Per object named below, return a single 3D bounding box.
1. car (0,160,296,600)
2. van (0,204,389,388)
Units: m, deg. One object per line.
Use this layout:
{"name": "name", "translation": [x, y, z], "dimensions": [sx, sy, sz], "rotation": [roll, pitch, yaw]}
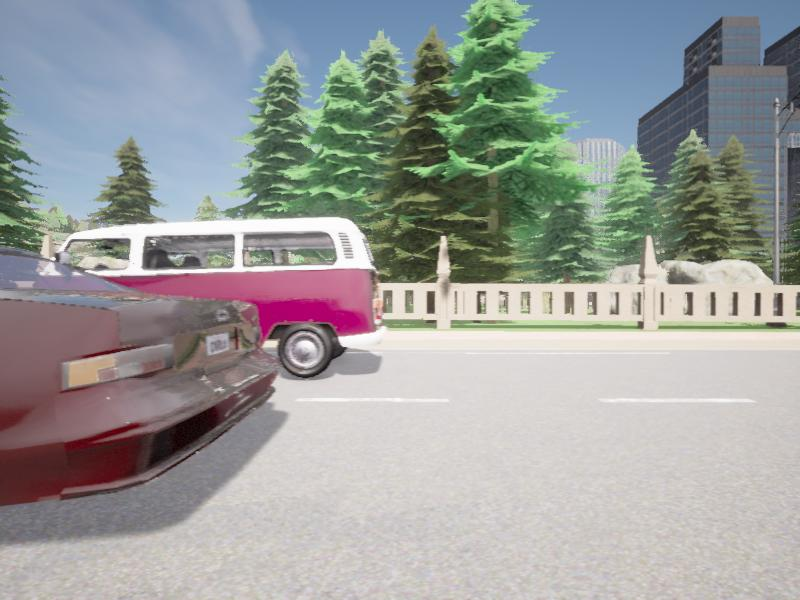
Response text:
{"name": "car", "translation": [-3.512, 0.291, 2.199], "dimensions": [5.357, 1.411, 2.033], "rotation": [0, 0, 0]}
{"name": "van", "translation": [-2.457, -0.042, 5.697], "dimensions": [4.480, 2.038, 2.069], "rotation": [-1, 0, 0]}
